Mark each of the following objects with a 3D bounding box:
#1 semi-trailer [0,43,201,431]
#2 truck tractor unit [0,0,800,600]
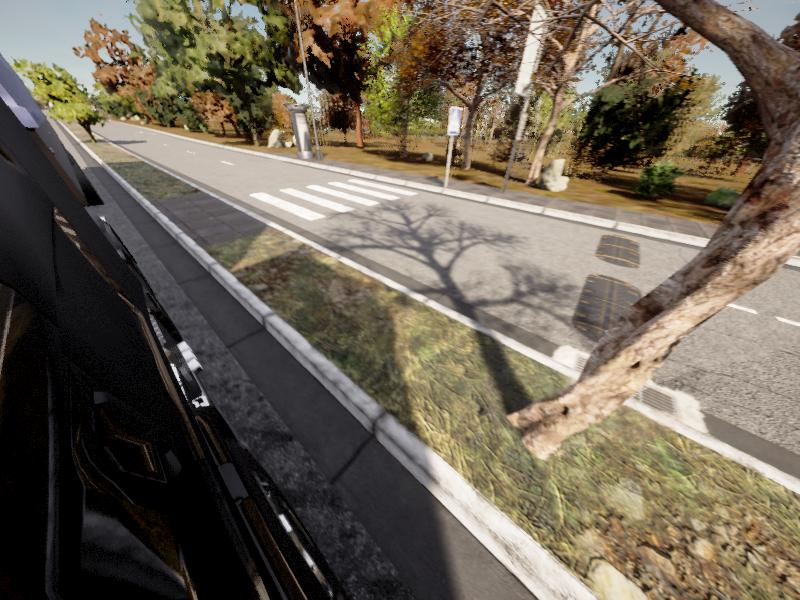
[{"bbox_3d":[-8.695,-3.601,4.241,14.254,4.402,2.717,28,44,30],"label":"semi-trailer"},{"bbox_3d":[-2.645,-0.295,0.352,6.516,4.208,3.053,28,44,30],"label":"truck tractor unit"}]
